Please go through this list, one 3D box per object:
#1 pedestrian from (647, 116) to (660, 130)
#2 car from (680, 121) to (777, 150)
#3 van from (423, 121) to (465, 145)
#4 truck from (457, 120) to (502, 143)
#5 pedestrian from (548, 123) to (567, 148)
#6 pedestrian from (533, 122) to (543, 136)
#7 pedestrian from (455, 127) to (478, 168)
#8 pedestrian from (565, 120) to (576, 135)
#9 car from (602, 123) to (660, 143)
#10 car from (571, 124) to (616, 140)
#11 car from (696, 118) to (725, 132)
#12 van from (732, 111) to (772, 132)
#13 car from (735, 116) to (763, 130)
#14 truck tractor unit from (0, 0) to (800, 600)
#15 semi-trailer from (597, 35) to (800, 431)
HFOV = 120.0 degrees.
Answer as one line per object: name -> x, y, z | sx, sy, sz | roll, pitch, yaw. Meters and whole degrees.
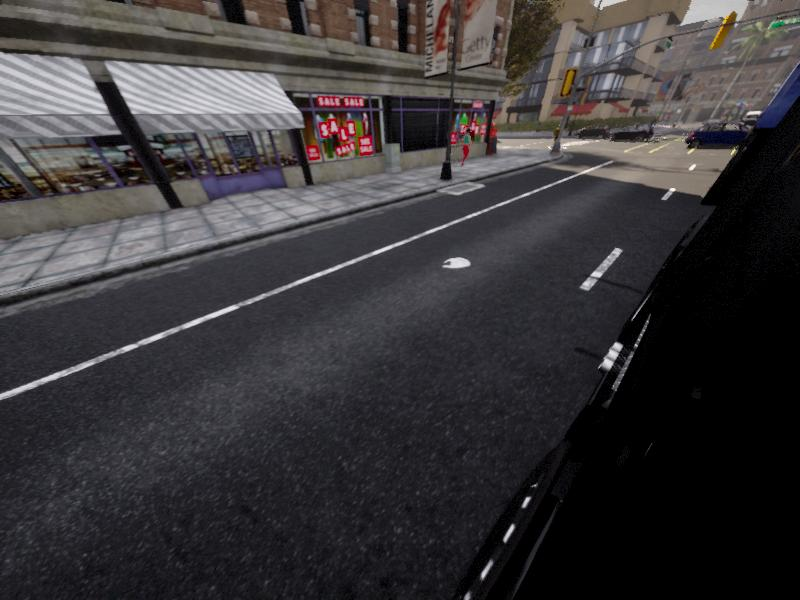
pedestrian -> 44.521, -31.139, 40.616 | 0.751, 1.860, 0.751 | -29, 44, -31
car -> 23.884, -12.086, 17.001 | 1.789, 1.549, 3.705 | -29, 44, -31
van -> 6.112, -24.043, 33.282 | 1.988, 2.561, 5.915 | -29, 44, -31
truck -> 11.131, -23.927, 32.868 | 2.627, 2.467, 5.204 | -29, 44, -31
pedestrian -> 14.957, -15.638, 22.015 | 0.751, 1.860, 0.751 | -28, 43, -29
pedestrian -> 22.433, -27.780, 37.521 | 0.751, 1.860, 0.751 | -30, 45, -32
pedestrian -> 3.779, -8.726, 13.227 | 0.751, 1.860, 0.751 | -29, 44, -31
pedestrian -> 27.630, -27.976, 37.454 | 0.751, 1.860, 0.751 | 3, 37, 8
car -> 24.277, -17.645, 24.425 | 1.845, 1.501, 3.633 | -22, 41, -24
car -> 24.397, -21.279, 29.258 | 1.789, 1.549, 3.705 | -29, 44, -31
car -> 45.254, -25.483, 33.651 | 4.674, 1.442, 1.812 | -29, 44, -31
van -> 47.077, -23.951, 30.990 | 4.480, 2.038, 2.069 | -29, 44, -31
car -> 51.964, -26.405, 34.461 | 4.674, 1.442, 1.812 | -29, 44, -31
truck tractor unit -> 2.645, -0.295, 0.351 | 6.516, 4.208, 3.053 | -28, 44, -30
semi-trailer -> 8.737, -3.578, 4.190 | 14.254, 4.402, 2.717 | -28, 43, -29
